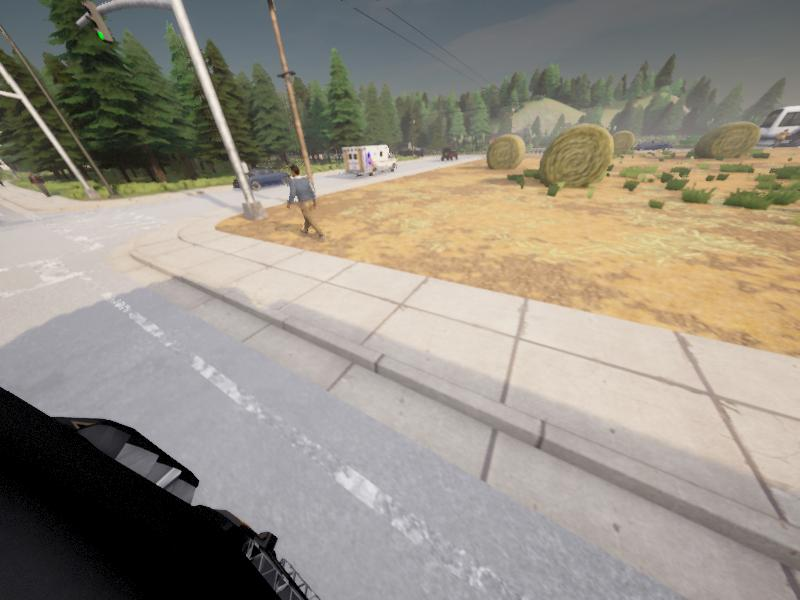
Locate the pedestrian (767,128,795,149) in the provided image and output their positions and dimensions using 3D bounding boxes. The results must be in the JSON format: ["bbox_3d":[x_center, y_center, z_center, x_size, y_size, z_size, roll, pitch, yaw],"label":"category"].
[{"bbox_3d":[43.277,-18.349,26.279,0.751,1.860,0.751,-16,36,-19],"label":"pedestrian"}]

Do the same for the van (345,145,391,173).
[{"bbox_3d":[-3.572,-16.848,27.519,1.988,2.561,5.915,16,38,27],"label":"van"}]

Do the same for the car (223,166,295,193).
[{"bbox_3d":[-10.756,-9.494,18.025,1.994,1.385,4.181,16,38,27],"label":"car"}]

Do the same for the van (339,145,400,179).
[{"bbox_3d":[-2.724,-13.865,23.037,2.351,2.431,6.366,16,38,27],"label":"van"}]

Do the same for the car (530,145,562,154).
[{"bbox_3d":[27.804,-28.762,44.107,4.718,1.301,1.895,18,39,29],"label":"car"}]

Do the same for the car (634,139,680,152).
[{"bbox_3d":[38.145,-23.055,34.482,4.193,1.474,1.816,18,39,29],"label":"car"}]

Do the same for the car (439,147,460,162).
[{"bbox_3d":[8.192,-24.026,38.027,1.905,1.878,3.866,16,38,27],"label":"car"}]

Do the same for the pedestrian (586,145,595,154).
[{"bbox_3d":[27.236,-21.491,33.017,0.500,1.100,0.500,-21,37,-25],"label":"pedestrian"}]

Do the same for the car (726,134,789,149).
[{"bbox_3d":[48.827,-21.814,31.750,4.193,1.474,1.816,18,39,29],"label":"car"}]

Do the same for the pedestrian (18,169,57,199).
[{"bbox_3d":[-26.787,-8.587,17.118,0.751,1.860,0.751,21,41,32],"label":"pedestrian"}]

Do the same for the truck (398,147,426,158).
[{"bbox_3d":[2.813,-35.093,54.955,6.274,2.098,2.390,19,39,29],"label":"truck"}]

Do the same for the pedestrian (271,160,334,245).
[{"bbox_3d":[-2.442,-2.501,5.968,0.751,1.860,0.751,18,39,28],"label":"pedestrian"}]

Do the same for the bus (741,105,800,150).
[{"bbox_3d":[50.057,-20.253,26.780,10.273,4.253,3.944,18,39,29],"label":"bus"}]
